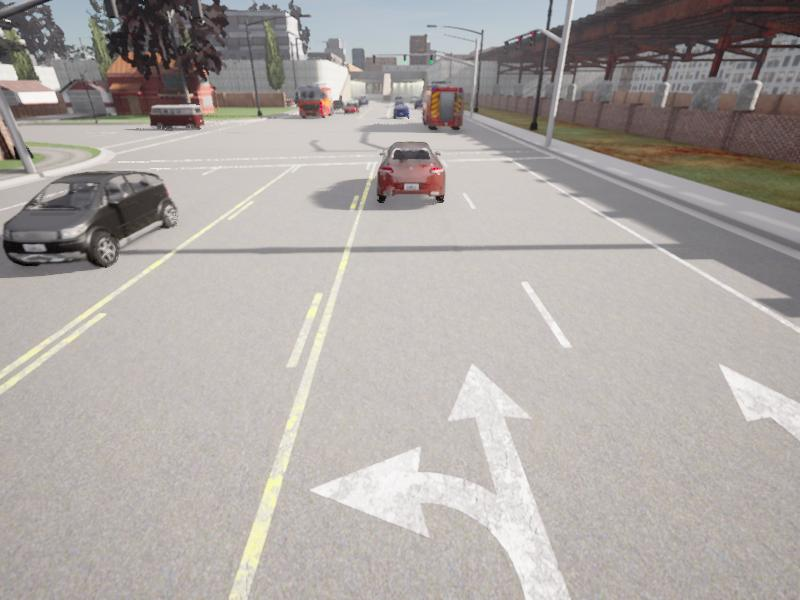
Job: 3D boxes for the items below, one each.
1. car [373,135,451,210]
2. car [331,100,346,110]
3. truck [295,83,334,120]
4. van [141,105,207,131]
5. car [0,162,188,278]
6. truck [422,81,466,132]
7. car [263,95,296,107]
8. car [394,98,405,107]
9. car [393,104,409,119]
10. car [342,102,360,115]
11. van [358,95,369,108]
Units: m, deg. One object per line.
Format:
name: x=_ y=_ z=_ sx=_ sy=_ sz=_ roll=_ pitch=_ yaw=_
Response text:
car: x=0.347 y=-4.554 z=13.709 sx=2.152 sy=1.651 sz=5.027 roll=0 pitch=27 yaw=0
car: x=-10.507 y=-33.303 z=68.282 sx=1.837 sy=1.490 sz=4.892 roll=0 pitch=28 yaw=0
truck: x=-10.334 y=-24.641 z=49.488 sx=2.891 sy=3.827 sz=8.468 roll=0 pitch=28 yaw=0
van: x=-19.962 y=-16.196 z=35.580 sx=4.442 sy=1.987 sz=1.775 roll=-1 pitch=28 yaw=-2
car: x=-6.573 y=-1.931 z=8.730 sx=1.789 sy=1.549 sz=3.705 roll=0 pitch=27 yaw=-1
truck: x=3.840 y=-18.177 z=37.268 sx=2.891 sy=3.827 sz=8.468 roll=-1 pitch=28 yaw=-1
car: x=-23.675 y=-39.142 z=78.748 sx=5.566 sy=2.045 sz=2.150 roll=-1 pitch=28 yaw=-1
car: x=-0.098 y=-39.366 z=79.778 sx=2.033 sy=1.411 sz=5.357 roll=0 pitch=28 yaw=0
car: x=0.146 y=-23.360 z=49.485 sx=1.882 sy=1.535 sz=5.008 roll=0 pitch=28 yaw=0
car: x=-6.913 y=-27.496 z=57.308 sx=2.007 sy=1.525 sz=4.514 roll=0 pitch=28 yaw=0
van: x=-7.085 y=-38.486 z=77.521 sx=1.775 sy=1.987 sz=4.442 roll=0 pitch=28 yaw=0
